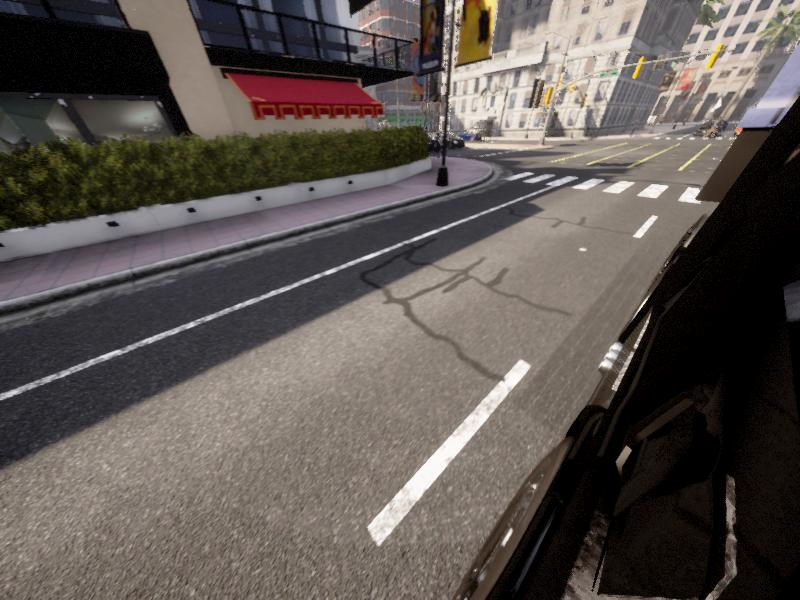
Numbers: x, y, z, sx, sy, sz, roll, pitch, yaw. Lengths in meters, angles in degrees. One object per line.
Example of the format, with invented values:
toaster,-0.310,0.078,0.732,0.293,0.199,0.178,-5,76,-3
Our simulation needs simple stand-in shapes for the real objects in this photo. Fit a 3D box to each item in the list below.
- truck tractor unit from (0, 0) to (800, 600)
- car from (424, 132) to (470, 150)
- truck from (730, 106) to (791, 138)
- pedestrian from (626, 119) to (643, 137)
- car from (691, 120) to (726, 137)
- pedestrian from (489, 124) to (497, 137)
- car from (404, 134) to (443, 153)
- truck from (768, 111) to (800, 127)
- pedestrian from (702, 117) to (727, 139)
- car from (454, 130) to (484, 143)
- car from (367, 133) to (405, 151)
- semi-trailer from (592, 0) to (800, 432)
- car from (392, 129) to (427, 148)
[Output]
truck tractor unit,2.645,-0.295,0.351,6.516,4.208,3.053,-28,44,-30
car,5.247,-18.420,26.731,2.038,1.542,4.974,-28,44,-30
truck,39.900,-19.762,25.694,5.204,2.467,2.627,-30,45,-29
pedestrian,29.780,-21.841,29.328,0.751,1.860,0.751,-30,45,-32
car,37.963,-21.050,28.399,4.892,1.490,1.837,-29,44,-30
pedestrian,16.768,-30.503,41.675,0.751,1.860,0.751,-27,43,-29
car,2.468,-17.051,25.103,1.970,1.475,3.806,-28,44,-30
truck,69.989,-32.945,41.977,6.274,2.098,2.390,-28,44,-30
pedestrian,33.973,-18.591,24.991,0.751,1.860,0.751,-25,42,-27
car,10.655,-25.375,35.776,1.970,1.475,3.806,-28,44,-30
car,-1.860,-20.049,29.229,1.930,1.638,5.238,-28,44,-30
semi-trailer,9.074,-3.302,3.846,14.254,4.402,2.717,-23,41,-26
car,1.202,-21.302,30.531,1.932,1.855,4.605,-28,44,-30
